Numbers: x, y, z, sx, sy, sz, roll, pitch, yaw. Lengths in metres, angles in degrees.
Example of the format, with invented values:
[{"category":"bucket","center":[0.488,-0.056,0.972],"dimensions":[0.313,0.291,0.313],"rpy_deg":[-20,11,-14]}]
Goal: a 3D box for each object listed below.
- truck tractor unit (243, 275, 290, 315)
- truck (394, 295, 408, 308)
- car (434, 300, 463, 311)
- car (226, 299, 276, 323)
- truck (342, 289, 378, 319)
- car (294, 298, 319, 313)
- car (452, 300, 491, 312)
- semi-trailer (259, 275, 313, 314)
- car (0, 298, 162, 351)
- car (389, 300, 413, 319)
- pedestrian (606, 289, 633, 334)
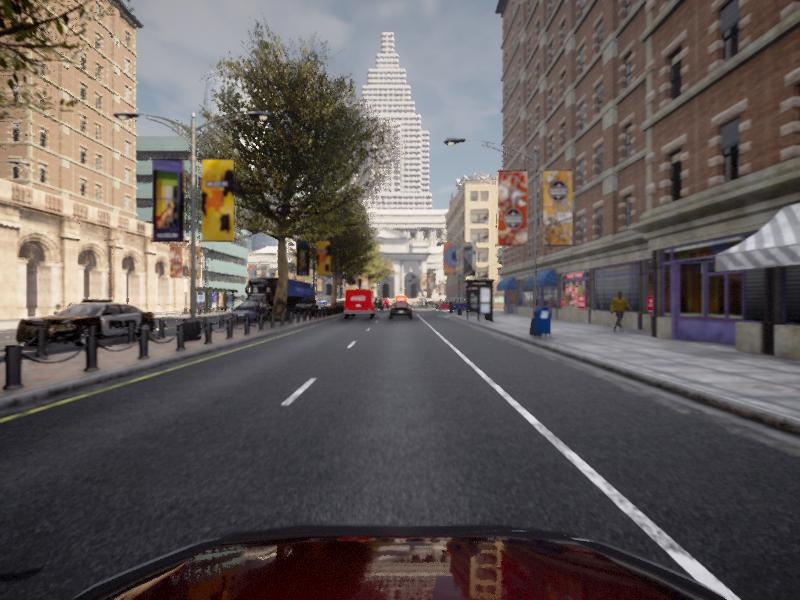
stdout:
[{"category":"truck tractor unit","center":[-14.840,-0.529,45.025],"dimensions":[3.053,4.208,6.516],"rpy_deg":[0,0,1]},{"category":"truck","center":[0.196,0.346,78.155],"dimensions":[2.627,2.467,5.204],"rpy_deg":[0,0,0]},{"category":"car","center":[7.283,0.781,59.941],"dimensions":[3.988,1.617,1.851],"rpy_deg":[0,0,15]},{"category":"car","center":[-11.430,0.772,31.130],"dimensions":[2.033,1.649,4.856],"rpy_deg":[0,0,0]},{"category":"truck","center":[-3.418,0.352,35.517],"dimensions":[2.627,2.467,5.204],"rpy_deg":[0,0,0]},{"category":"car","center":[-11.378,0.646,48.936],"dimensions":[1.932,1.855,4.605],"rpy_deg":[0,0,0]},{"category":"car","center":[9.834,0.816,55.033],"dimensions":[5.008,1.535,1.882],"rpy_deg":[0,0,-14]},{"category":"semi-trailer","center":[-14.615,-0.625,52.936],"dimensions":[2.717,4.402,14.254],"rpy_deg":[0,0,2]},{"category":"car","center":[-11.473,0.769,15.004],"dimensions":[1.930,1.638,5.238],"rpy_deg":[0,0,0]},{"category":"car","center":[0.085,0.818,36.403],"dimensions":[2.038,1.542,4.974],"rpy_deg":[0,0,0]},{"category":"pedestrian","center":[9.289,0.483,16.963],"dimensions":[0.751,1.860,0.751],"rpy_deg":[0,0,3]}]
